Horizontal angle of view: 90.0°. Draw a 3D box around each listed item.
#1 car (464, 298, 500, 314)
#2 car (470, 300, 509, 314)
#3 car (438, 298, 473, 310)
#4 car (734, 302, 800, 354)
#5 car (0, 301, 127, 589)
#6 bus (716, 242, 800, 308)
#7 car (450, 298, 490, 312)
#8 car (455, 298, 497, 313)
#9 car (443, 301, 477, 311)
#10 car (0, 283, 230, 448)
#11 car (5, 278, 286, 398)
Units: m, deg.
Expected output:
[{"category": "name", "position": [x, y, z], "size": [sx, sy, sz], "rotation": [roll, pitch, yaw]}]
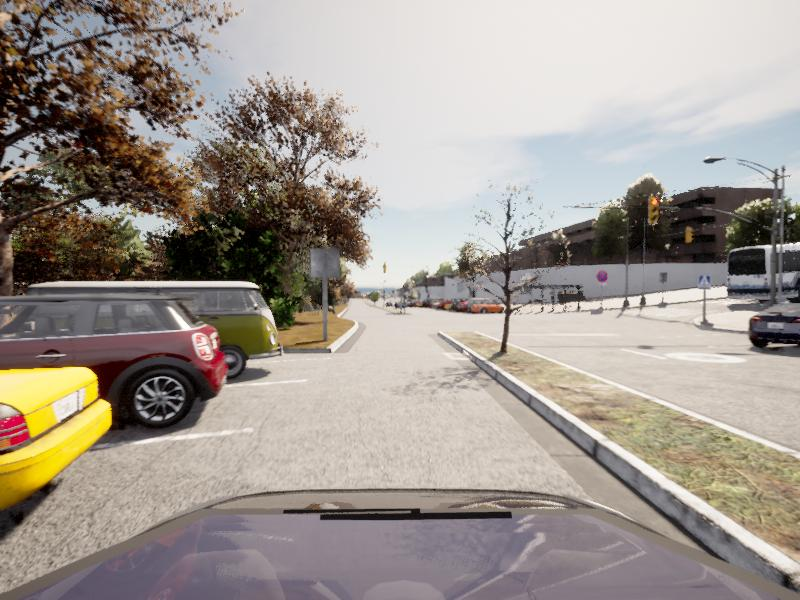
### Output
[{"category": "car", "position": [11.003, 0.785, 53.745], "size": [4.442, 1.987, 1.878], "rotation": [1, 0, -26]}, {"category": "car", "position": [11.371, 0.891, 50.790], "size": [4.553, 1.767, 2.185], "rotation": [1, 0, -26]}, {"category": "car", "position": [9.481, 0.736, 68.756], "size": [5.566, 2.045, 2.435], "rotation": [1, 0, -27]}, {"category": "car", "position": [13.562, 0.852, 12.985], "size": [4.792, 1.488, 2.163], "rotation": [1, 0, -22]}, {"category": "car", "position": [-4.967, 0.830, 2.218], "size": [5.366, 1.575, 1.946], "rotation": [-1, 0, -20]}, {"category": "bus", "position": [29.704, -2.112, 29.340], "size": [10.273, 4.253, 3.944], "rotation": [-6, 2, -7]}, {"category": "car", "position": [10.490, 0.750, 59.799], "size": [5.566, 2.045, 2.435], "rotation": [1, 0, -26]}, {"category": "car", "position": [10.768, 0.755, 56.775], "size": [5.566, 2.045, 2.435], "rotation": [1, 0, -26]}, {"category": "car", "position": [9.960, 0.990, 65.842], "size": [5.366, 1.575, 1.946], "rotation": [1, 0, -27]}, {"category": "car", "position": [-4.780, 0.706, 5.254], "size": [4.553, 1.767, 2.185], "rotation": [-1, 0, -20]}, {"category": "car", "position": [-4.742, 0.606, 8.248], "size": [4.442, 1.987, 1.878], "rotation": [-1, 0, -21]}]
